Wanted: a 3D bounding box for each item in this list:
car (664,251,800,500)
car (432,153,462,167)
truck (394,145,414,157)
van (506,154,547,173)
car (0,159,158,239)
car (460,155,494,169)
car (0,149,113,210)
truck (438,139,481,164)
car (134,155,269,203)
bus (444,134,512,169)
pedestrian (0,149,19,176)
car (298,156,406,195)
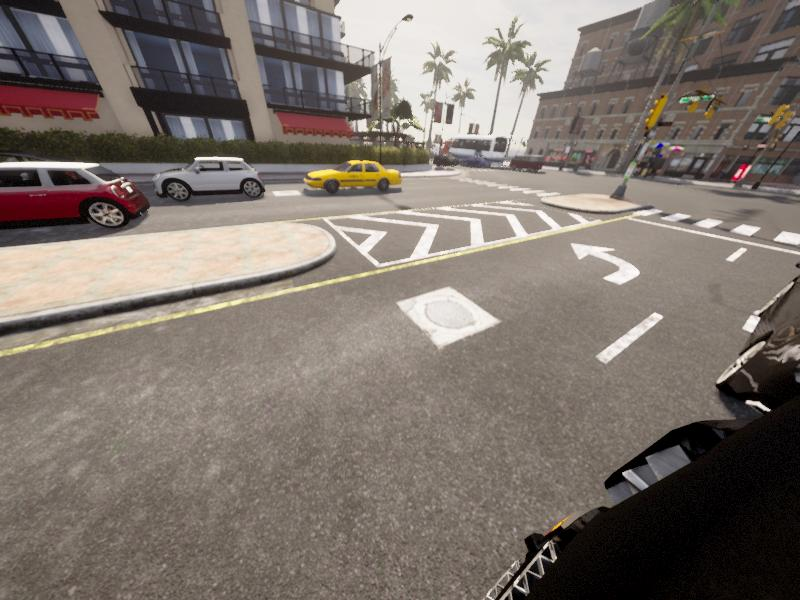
[{"bbox_3d":[5.409,0.454,2.306,4.902,1.511,2.128,-16,38,-26],"label":"car"},{"bbox_3d":[7.109,-21.476,35.431,2.007,1.525,4.514,-16,38,-26],"label":"car"},{"bbox_3d":[1.048,-39.438,61.150,2.627,2.467,5.204,-19,39,-29],"label":"truck"},{"bbox_3d":[17.516,-19.096,32.229,1.775,1.987,4.442,-16,38,-26],"label":"van"},{"bbox_3d":[-9.272,-2.632,5.861,3.806,1.475,1.970,-16,38,-26],"label":"car"},{"bbox_3d":[11.573,-20.879,34.950,1.812,1.442,4.674,-16,38,-26],"label":"car"},{"bbox_3d":[-12.714,-3.907,7.447,3.705,1.549,1.789,-16,38,-26],"label":"car"},{"bbox_3d":[11.503,-29.715,46.092,2.891,3.827,8.468,-16,38,-26],"label":"truck"},{"bbox_3d":[-8.044,-5.241,9.881,3.806,1.475,1.970,-16,38,-26],"label":"car"},{"bbox_3d":[12.455,-24.949,38.628,3.944,4.253,10.273,-16,39,-26],"label":"bus"},{"bbox_3d":[-19.404,-6.852,10.772,0.751,1.860,0.751,-16,38,-26],"label":"pedestrian"},{"bbox_3d":[-2.467,-6.916,12.736,5.366,1.575,1.801,-16,38,-26],"label":"car"}]
